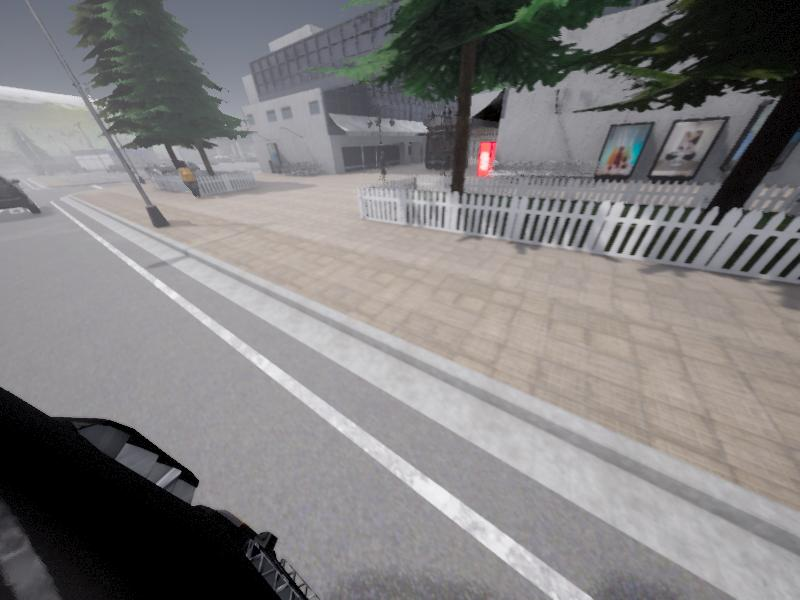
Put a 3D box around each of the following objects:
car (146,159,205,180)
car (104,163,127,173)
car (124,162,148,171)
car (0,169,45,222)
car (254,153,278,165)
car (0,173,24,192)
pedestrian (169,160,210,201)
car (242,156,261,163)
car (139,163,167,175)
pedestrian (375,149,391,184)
[{"bbox_3d":[-27.909,-16.353,28.914,1.932,1.855,4.605,19,39,29],"label":"car"},{"bbox_3d":[-60.339,-28.080,49.053,4.514,1.523,2.007,19,39,29],"label":"car"},{"bbox_3d":[-58.609,-29.594,51.187,5.027,1.636,2.152,19,39,29],"label":"car"},{"bbox_3d":[-21.162,-5.456,11.886,5.566,2.045,2.150,19,39,29],"label":"car"},{"bbox_3d":[-28.277,-29.660,48.618,4.605,1.855,1.932,19,39,29],"label":"car"},{"bbox_3d":[-42.324,-12.368,24.370,4.792,1.488,2.163,22,41,32],"label":"car"},{"bbox_3d":[-11.419,-6.504,12.577,0.751,1.860,0.751,16,38,26],"label":"pedestrian"},{"bbox_3d":[-39.902,-37.804,62.102,4.514,1.523,2.007,19,39,29],"label":"car"},{"bbox_3d":[-38.890,-20.634,36.316,3.633,1.501,1.845,19,39,29],"label":"car"},{"bbox_3d":[-1.110,-8.617,14.943,0.751,1.860,0.751,-9,34,-10],"label":"pedestrian"}]
